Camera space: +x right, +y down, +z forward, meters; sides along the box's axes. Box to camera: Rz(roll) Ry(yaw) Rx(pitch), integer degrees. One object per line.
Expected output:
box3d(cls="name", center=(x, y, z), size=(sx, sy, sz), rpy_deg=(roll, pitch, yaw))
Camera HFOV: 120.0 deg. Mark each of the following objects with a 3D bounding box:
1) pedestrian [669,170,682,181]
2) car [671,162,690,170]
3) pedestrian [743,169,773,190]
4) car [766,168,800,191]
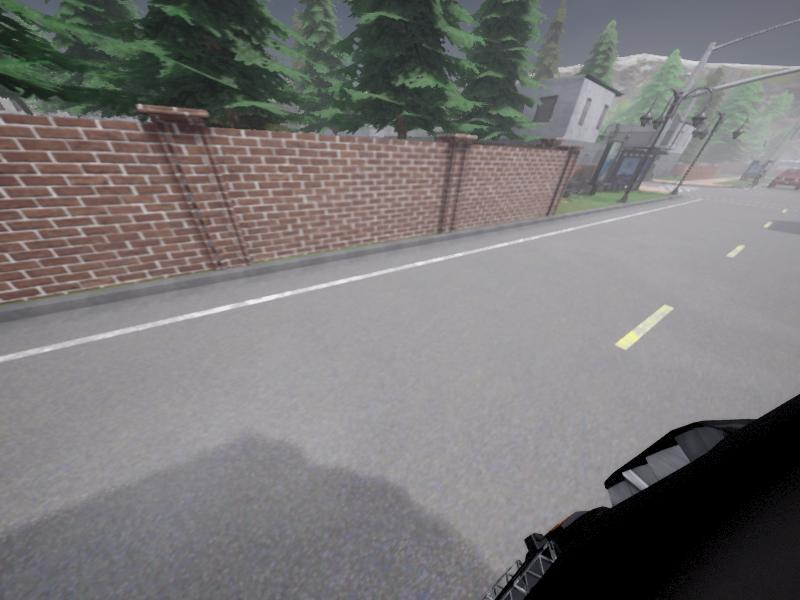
box3d(cls="pedestrian", center=(32.190, -14.509, 26.982), size=(0.500, 1.100, 0.500), rpy_deg=(-17, 39, -28))
box3d(cls="car", center=(80.825, -38.669, 66.543), size=(4.605, 1.855, 1.932), rpy_deg=(-18, 39, -28))
box3d(cls="pedestrian", center=(36.490, -12.303, 23.587), size=(0.751, 1.860, 0.751), rpy_deg=(-13, 37, -22))
box3d(cls="car", center=(45.845, -14.190, 27.022), size=(5.566, 2.045, 2.150), rpy_deg=(-17, 38, -27))
